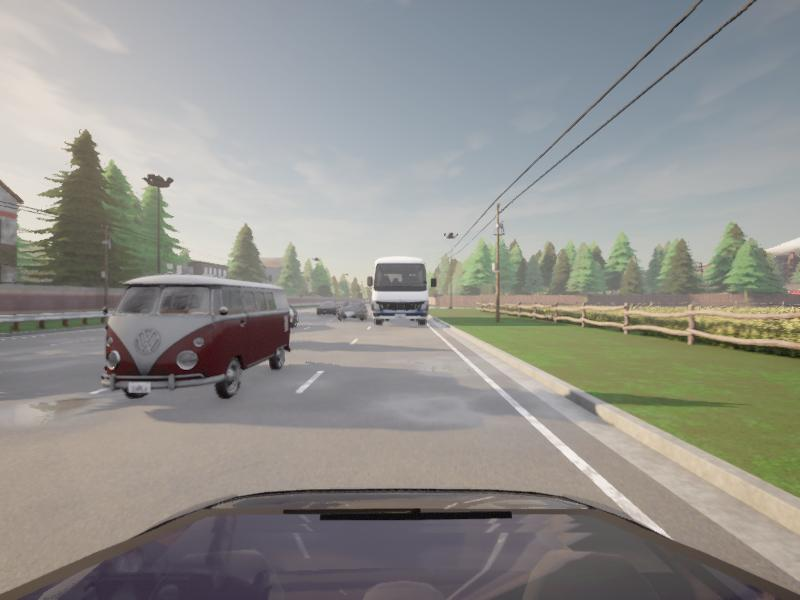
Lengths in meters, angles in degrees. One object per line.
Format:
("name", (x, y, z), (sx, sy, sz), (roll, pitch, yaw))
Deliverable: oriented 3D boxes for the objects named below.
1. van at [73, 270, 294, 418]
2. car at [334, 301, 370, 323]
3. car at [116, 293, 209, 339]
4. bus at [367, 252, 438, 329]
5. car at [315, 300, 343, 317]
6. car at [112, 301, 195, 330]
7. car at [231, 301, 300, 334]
("van", (-3.499, 0.596, 7.591), (1.775, 1.987, 4.442), (0, 0, 0))
("car", (-3.498, 0.827, 30.096), (2.128, 1.511, 4.902), (0, 0, 0))
("car", (-10.499, 0.641, 18.066), (1.905, 1.878, 3.866), (0, 0, 0))
("bus", (0.132, -0.542, 27.311), (3.944, 4.253, 10.273), (0, 0, 0))
("car", (-6.998, 0.812, 39.697), (1.882, 1.535, 5.008), (0, 0, 0))
("car", (-13.996, 0.822, 23.123), (2.007, 1.525, 4.514), (0, 0, 0))
("car", (-6.999, 0.823, 21.415), (2.038, 1.542, 4.974), (0, 0, 0))
